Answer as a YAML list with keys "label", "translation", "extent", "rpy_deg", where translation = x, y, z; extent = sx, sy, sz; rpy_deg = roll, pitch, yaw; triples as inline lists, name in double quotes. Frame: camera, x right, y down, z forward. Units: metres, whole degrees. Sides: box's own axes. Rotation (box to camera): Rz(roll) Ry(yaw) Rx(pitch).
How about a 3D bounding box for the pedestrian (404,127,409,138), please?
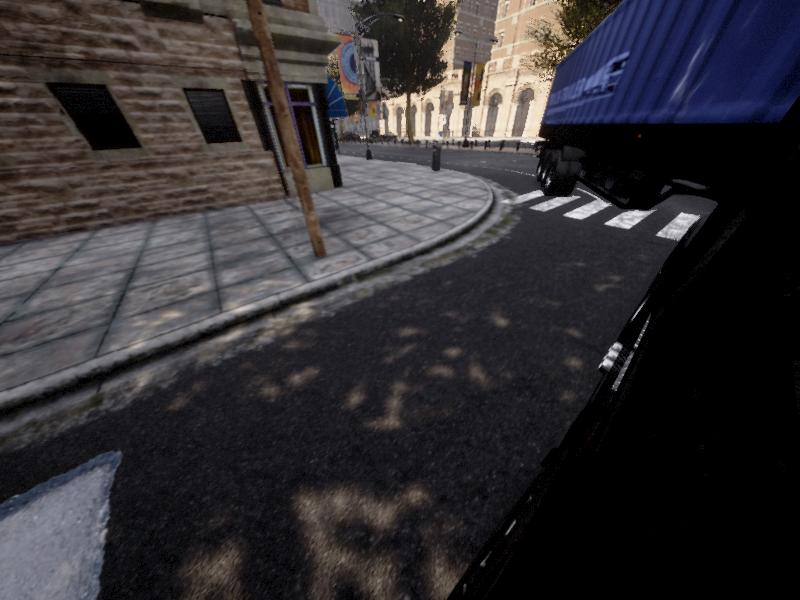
- label: "pedestrian"
  translation: [1.500, -38.957, 53.731]
  extent: [0.751, 1.860, 0.751]
  rpy_deg: [-30, 45, -31]

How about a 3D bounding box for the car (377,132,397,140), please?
- label: "car"
  translation: [-2.779, -35.398, 49.974]
  extent: [1.895, 1.301, 4.718]
  rpy_deg: [-25, 42, -27]

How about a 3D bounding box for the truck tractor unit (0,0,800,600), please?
- label: "truck tractor unit"
  translation: [2.645, -0.295, 0.351]
  extent: [6.516, 4.208, 3.053]
  rpy_deg: [-28, 44, -30]

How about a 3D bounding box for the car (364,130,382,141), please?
- label: "car"
  translation: [-5.801, -34.721, 48.752]
  extent: [1.905, 1.878, 3.866]
  rpy_deg: [-25, 42, -27]

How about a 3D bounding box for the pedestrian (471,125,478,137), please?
- label: "pedestrian"
  translation: [14.028, -31.774, 43.430]
  extent: [0.751, 1.860, 0.751]
  rpy_deg: [-25, 42, -27]

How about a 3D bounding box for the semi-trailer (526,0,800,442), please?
- label: "semi-trailer"
  translation: [6.007, -4.626, 5.758]
  extent: [2.717, 4.402, 14.254]
  rpy_deg: [10, 39, 15]
